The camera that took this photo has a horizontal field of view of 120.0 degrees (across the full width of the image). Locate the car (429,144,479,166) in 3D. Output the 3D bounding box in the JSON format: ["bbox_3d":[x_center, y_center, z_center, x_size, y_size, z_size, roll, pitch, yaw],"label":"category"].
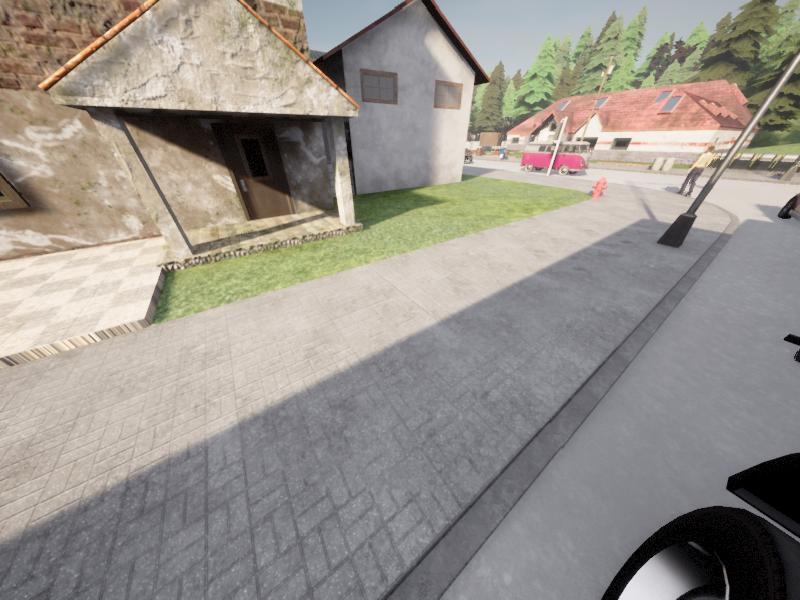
[{"bbox_3d":[5.374,-14.995,23.718,2.242,1.667,4.611,-22,40,-27],"label":"car"}]

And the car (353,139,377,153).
[{"bbox_3d":[-6.718,-29.332,43.826,2.150,2.045,5.566,-22,40,-27],"label":"car"}]

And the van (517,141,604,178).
[{"bbox_3d":[11.234,-10.219,16.621,1.775,1.987,4.442,-22,40,-27],"label":"van"}]

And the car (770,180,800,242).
[{"bbox_3d":[12.300,-2.535,6.078,3.705,1.549,1.789,-30,45,-35],"label":"car"}]

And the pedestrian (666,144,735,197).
[{"bbox_3d":[12.438,-5.408,9.671,0.751,1.860,0.751,9,36,13],"label":"pedestrian"}]

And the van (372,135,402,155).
[{"bbox_3d":[-2.155,-25.727,38.250,1.988,2.561,5.915,-22,41,-27],"label":"van"}]

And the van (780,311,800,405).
[{"bbox_3d":[7.071,-0.470,2.340,5.915,2.561,1.988,-20,40,-26],"label":"van"}]
